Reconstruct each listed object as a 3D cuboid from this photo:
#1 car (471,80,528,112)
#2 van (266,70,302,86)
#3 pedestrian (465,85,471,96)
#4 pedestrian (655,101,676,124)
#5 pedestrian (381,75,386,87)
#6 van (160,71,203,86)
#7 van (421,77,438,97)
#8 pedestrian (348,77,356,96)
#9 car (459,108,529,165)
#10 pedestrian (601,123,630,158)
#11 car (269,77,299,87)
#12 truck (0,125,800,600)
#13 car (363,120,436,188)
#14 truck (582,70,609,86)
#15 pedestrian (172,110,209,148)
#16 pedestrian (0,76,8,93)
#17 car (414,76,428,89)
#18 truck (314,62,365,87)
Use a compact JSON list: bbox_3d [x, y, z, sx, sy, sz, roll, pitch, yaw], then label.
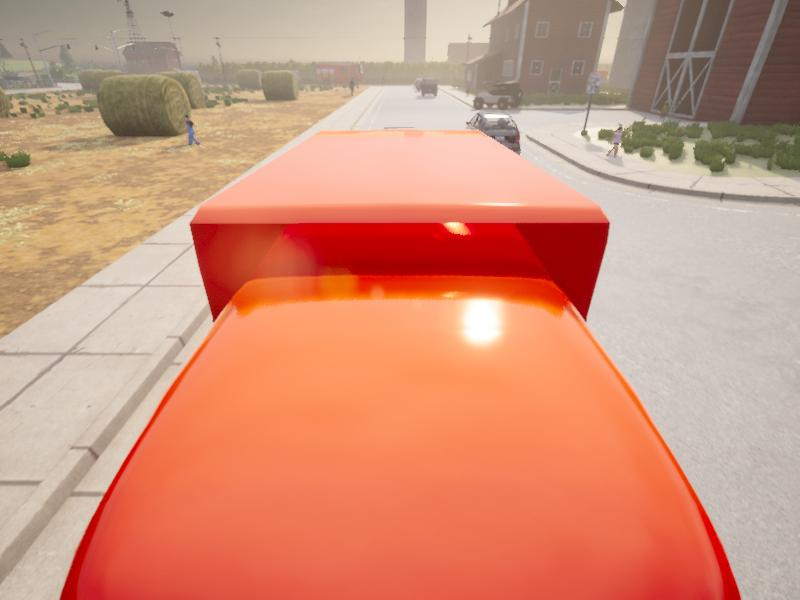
[{"bbox_3d":[7.655,-15.918,31.162,1.905,1.878,3.866,-30,39,-32],"label":"car"},{"bbox_3d":[-21.847,-42.070,75.724,5.915,2.561,1.988,0,30,1],"label":"van"},{"bbox_3d":[7.736,-23.785,45.413,0.500,1.100,0.500,3,30,5],"label":"pedestrian"},{"bbox_3d":[14.714,-10.404,22.159,0.500,1.100,0.500,-12,32,-20],"label":"pedestrian"},{"bbox_3d":[-2.772,-37.327,68.202,0.751,1.860,0.751,0,30,0],"label":"pedestrian"},{"bbox_3d":[-41.456,-42.196,76.078,6.366,2.431,2.351,1,30,2],"label":"van"},{"bbox_3d":[3.487,-25.641,48.072,1.775,1.987,4.442,0,30,0],"label":"van"},{"bbox_3d":[-5.409,-24.057,45.122,0.751,1.860,0.751,-3,30,-5],"label":"pedestrian"},{"bbox_3d":[3.495,-6.472,15.599,1.789,1.549,3.705,0,30,0],"label":"car"},{"bbox_3d":[7.794,-5.770,14.496,0.500,1.100,0.500,-12,32,-20],"label":"pedestrian"},{"bbox_3d":[-21.096,-39.826,72.966,4.792,1.488,2.163,0,30,1],"label":"car"},{"bbox_3d":[-0.004,0.244,3.183,2.627,2.467,5.204,0,29,0],"label":"truck"},{"bbox_3d":[-0.005,-4.899,13.083,1.994,1.385,4.181,0,30,0],"label":"car"},{"bbox_3d":[38.058,-43.362,78.056,2.627,2.467,5.204,1,30,1],"label":"truck"},{"bbox_3d":[-8.632,-7.066,16.520,0.751,1.300,0.751,15,33,24],"label":"pedestrian"},{"bbox_3d":[-50.151,-26.909,49.994,0.751,1.860,0.751,4,30,6],"label":"pedestrian"},{"bbox_3d":[3.439,-36.223,66.572,1.930,1.638,5.238,0,30,-1],"label":"car"},{"bbox_3d":[-10.823,-40.758,72.237,8.468,3.827,2.891,0,30,1],"label":"truck"}]
